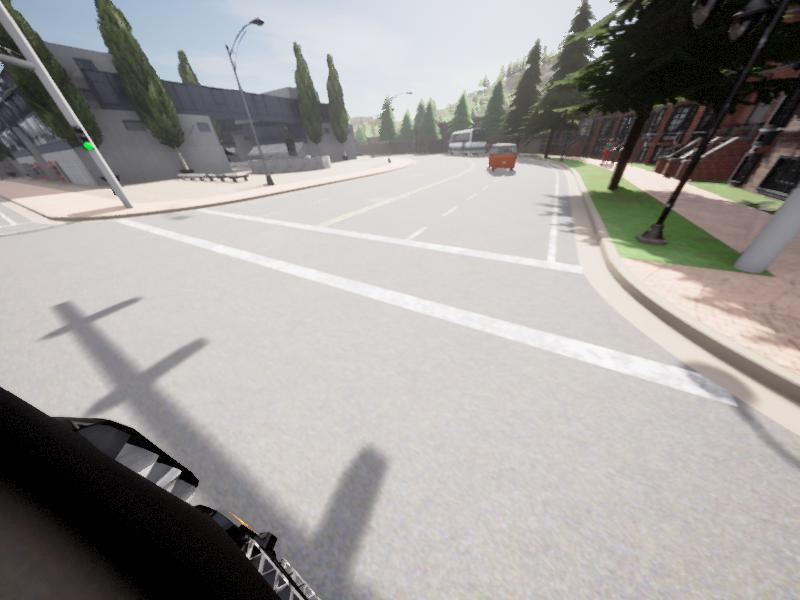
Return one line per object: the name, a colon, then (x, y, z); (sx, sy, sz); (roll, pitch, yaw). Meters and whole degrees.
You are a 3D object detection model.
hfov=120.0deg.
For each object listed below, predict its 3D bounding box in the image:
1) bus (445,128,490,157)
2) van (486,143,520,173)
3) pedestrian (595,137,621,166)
bus: (13.052, -31.550, 46.444); (3.944, 4.253, 10.273); (-9, 34, -10)
van: (8.772, -12.421, 20.110); (1.775, 1.987, 4.442); (4, 34, 11)
pedestrian: (16.277, -11.656, 18.167); (0.751, 1.860, 0.751); (8, 35, 16)
